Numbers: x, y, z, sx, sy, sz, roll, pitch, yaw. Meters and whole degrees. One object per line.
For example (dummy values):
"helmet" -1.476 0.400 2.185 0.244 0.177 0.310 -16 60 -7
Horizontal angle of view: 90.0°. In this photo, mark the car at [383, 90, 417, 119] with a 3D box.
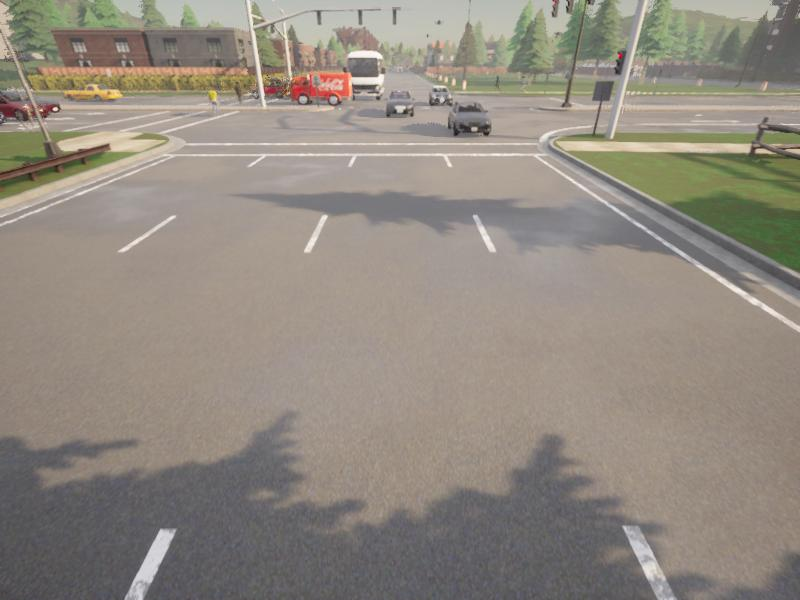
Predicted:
"car" 0.003 -13.646 27.784 2.128 1.511 4.902 0 30 0

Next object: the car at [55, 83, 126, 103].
"car" -29.735 -19.992 38.529 5.366 1.575 1.801 4 30 6

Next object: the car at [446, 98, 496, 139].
"car" 3.503 -9.355 20.494 1.816 1.474 4.193 0 30 0

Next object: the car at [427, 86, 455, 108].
"car" 3.504 -17.715 34.759 1.970 1.475 3.806 0 30 0

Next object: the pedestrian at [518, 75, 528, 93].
"pedestrian" 14.856 -26.200 48.518 0.751 1.860 0.751 2 30 3

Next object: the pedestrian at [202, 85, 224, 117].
"pedestrian" -12.682 -13.531 27.186 0.751 1.860 0.751 -1 30 -2

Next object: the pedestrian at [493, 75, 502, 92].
"pedestrian" 11.987 -26.571 49.151 0.751 1.860 0.751 3 31 5

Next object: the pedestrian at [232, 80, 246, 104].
"pedestrian" -14.594 -18.842 36.249 0.751 1.860 0.751 -7 31 -11

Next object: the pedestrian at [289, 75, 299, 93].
"pedestrian" -12.975 -26.465 48.959 0.751 1.860 0.751 -2 30 -4

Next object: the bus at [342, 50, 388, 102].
"bus" -3.379 -23.724 42.269 3.944 4.253 10.273 0 30 0

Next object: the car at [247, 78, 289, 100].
"car" -13.621 -21.888 41.466 3.866 1.878 1.905 -8 32 -13

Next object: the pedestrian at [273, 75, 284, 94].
"pedestrian" -13.732 -24.281 45.170 0.751 1.860 0.751 -2 30 -4

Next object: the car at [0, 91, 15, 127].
"car" -24.968 -10.578 22.252 4.553 1.767 2.097 0 30 1

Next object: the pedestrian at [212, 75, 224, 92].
"pedestrian" -22.248 -26.453 48.933 0.751 1.860 0.751 0 30 0

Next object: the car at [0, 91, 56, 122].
"car" -24.812 -12.264 25.315 3.988 1.617 1.851 0 30 0

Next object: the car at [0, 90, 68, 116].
"car" -27.003 -13.992 28.389 4.792 1.488 2.163 0 30 0

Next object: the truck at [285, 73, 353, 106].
"truck" -6.881 -18.354 34.862 5.204 2.467 2.627 0 30 1

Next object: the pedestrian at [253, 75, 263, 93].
"pedestrian" -17.069 -25.929 48.042 0.751 1.860 0.751 -2 30 -4
